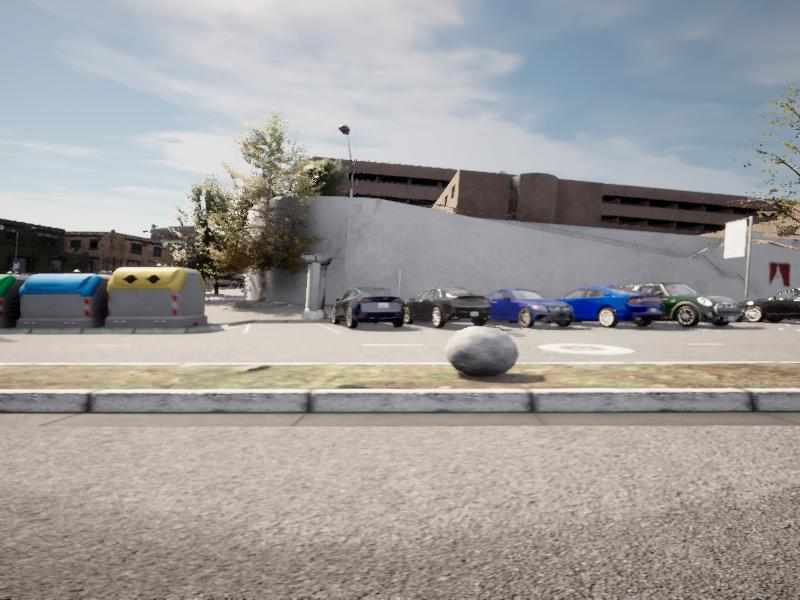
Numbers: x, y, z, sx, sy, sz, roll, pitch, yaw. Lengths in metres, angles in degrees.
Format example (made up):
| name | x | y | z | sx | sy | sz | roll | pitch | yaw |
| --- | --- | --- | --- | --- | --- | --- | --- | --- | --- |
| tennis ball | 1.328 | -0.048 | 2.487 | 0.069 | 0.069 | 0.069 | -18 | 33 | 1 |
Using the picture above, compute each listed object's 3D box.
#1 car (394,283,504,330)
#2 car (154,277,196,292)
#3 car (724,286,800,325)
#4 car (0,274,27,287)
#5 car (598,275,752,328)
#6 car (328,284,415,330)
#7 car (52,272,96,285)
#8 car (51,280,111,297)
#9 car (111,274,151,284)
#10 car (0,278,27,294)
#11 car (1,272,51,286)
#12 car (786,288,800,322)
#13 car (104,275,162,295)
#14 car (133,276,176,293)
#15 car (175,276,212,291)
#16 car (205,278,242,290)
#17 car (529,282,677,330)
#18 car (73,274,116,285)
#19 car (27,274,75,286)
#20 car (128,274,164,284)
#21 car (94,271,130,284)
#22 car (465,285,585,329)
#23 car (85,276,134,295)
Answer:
| name | x | y | z | sx | sy | sz | roll | pitch | yaw |
| --- | --- | --- | --- | --- | --- | --- | --- | --- | --- |
| car | 1.639 | 0.233 | 15.502 | 2.231 | 1.521 | 4.892 | 0 | -1 | -20 |
| car | -31.386 | -2.167 | 55.824 | 4.553 | 1.767 | 2.185 | 3 | 4 | 0 |
| car | 16.396 | 0.201 | 15.971 | 2.231 | 1.521 | 4.892 | 0 | -1 | -23 |
| car | -51.128 | -2.488 | 51.044 | 4.792 | 1.488 | 2.163 | 1 | 4 | -2 |
| car | 10.488 | 0.084 | 15.740 | 2.185 | 1.767 | 4.553 | 0 | -1 | -22 |
| car | -1.327 | 0.272 | 15.528 | 2.163 | 1.488 | 4.792 | 0 | -1 | -20 |
| car | -48.395 | -3.183 | 59.429 | 4.553 | 1.767 | 2.185 | 1 | 4 | -2 |
| car | -35.445 | -1.329 | 44.573 | 5.008 | 1.535 | 2.097 | 3 | 4 | 0 |
| car | -45.507 | -3.596 | 67.825 | 5.366 | 1.575 | 1.946 | 1 | 4 | -2 |
| car | -42.657 | -1.420 | 41.797 | 2.128 | 1.511 | 4.902 | 4 | 5 | 18 |
| car | -50.214 | -2.823 | 53.828 | 4.553 | 1.767 | 2.185 | 1 | 4 | -2 |
| car | 19.347 | 0.198 | 16.148 | 2.231 | 1.521 | 4.892 | 0 | 0 | -23 |
| car | -33.417 | -1.935 | 50.174 | 5.566 | 2.045 | 2.435 | 3 | 5 | 0 |
| car | -32.486 | -2.092 | 52.991 | 4.442 | 1.987 | 1.878 | 3 | 5 | 0 |
| car | -30.215 | -2.437 | 58.640 | 4.442 | 1.987 | 1.878 | 3 | 4 | 0 |
| car | -28.316 | -2.575 | 64.299 | 4.892 | 1.521 | 2.231 | 3 | 5 | -1 |
| car | 7.547 | 0.215 | 15.609 | 2.097 | 1.535 | 5.008 | 0 | -1 | -21 |
| car | -47.524 | -3.240 | 62.244 | 5.008 | 1.535 | 2.097 | 1 | 4 | -2 |
| car | -49.370 | -2.850 | 56.639 | 4.792 | 1.488 | 2.163 | 1 | 4 | -2 |
| car | -44.787 | -3.777 | 70.606 | 5.008 | 1.535 | 2.097 | 1 | 4 | -2 |
| car | -46.717 | -3.647 | 65.012 | 4.442 | 1.987 | 1.878 | 1 | 4 | -2 |
| car | 4.597 | 0.264 | 15.551 | 2.002 | 1.452 | 4.674 | 0 | -1 | -20 |
| car | -34.293 | -1.725 | 47.370 | 4.442 | 1.987 | 1.878 | 3 | 4 | 0 |
